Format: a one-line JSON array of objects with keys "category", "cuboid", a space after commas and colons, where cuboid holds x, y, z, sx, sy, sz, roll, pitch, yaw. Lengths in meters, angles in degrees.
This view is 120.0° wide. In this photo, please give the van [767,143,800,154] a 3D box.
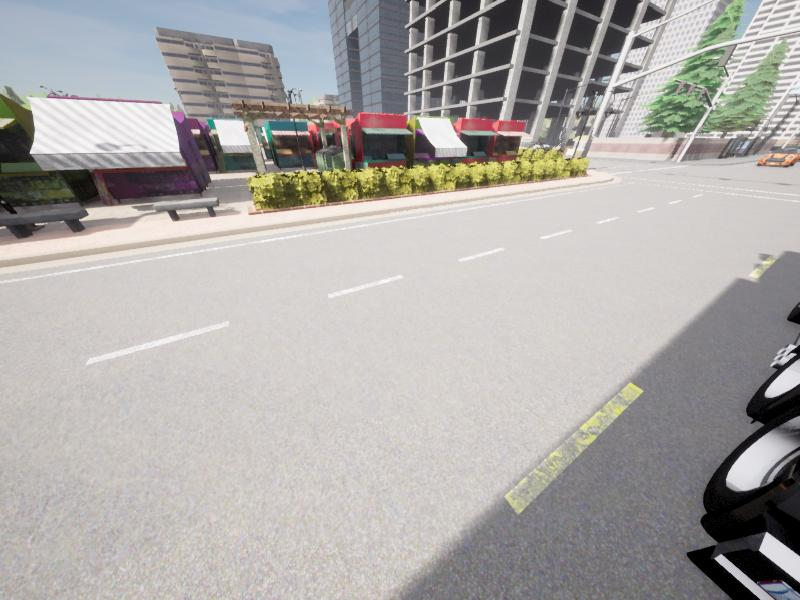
[{"category": "van", "cuboid": [88.838, -34.797, 52.869, 1.775, 1.987, 4.442, -17, 39, -24]}]

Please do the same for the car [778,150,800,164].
[{"category": "car", "cuboid": [51.718, -18.633, 29.996, 4.718, 1.301, 1.895, -18, 39, -24]}]

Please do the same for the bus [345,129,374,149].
[{"category": "bus", "cuboid": [-11.199, -43.809, 62.943, 3.944, 4.253, 10.273, -18, 39, -24]}]

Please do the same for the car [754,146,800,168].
[{"category": "car", "cuboid": [41.584, -15.606, 25.139, 4.553, 1.767, 2.097, -18, 39, -24]}]

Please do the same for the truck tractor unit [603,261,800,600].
[{"category": "truck tractor unit", "cuboid": [5.104, -0.308, 0.788, 6.516, 4.208, 3.053, -19, 39, -24]}]
